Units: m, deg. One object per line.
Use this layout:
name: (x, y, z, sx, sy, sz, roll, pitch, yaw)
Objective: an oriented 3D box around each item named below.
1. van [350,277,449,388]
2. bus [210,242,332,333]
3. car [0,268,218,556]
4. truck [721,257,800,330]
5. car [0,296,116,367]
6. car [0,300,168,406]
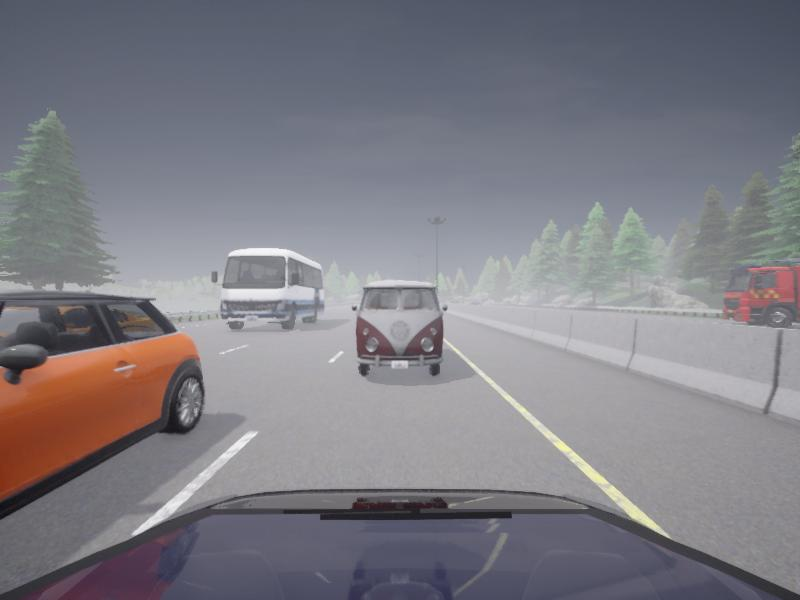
van: (-0.006, 0.582, 9.410, 1.775, 1.987, 4.442, 0, 0, 0)
bus: (-6.891, -0.573, 23.803, 3.944, 4.253, 10.273, 0, 0, 0)
car: (-3.502, 0.687, 3.115, 2.097, 1.767, 4.553, 0, 0, 0)
truck: (23.145, -0.351, 21.652, 8.468, 3.827, 2.891, 0, 1, 21)
car: (-10.506, 0.736, 10.906, 2.242, 1.667, 4.611, 0, 0, 0)
car: (-7.005, 0.808, 7.929, 1.882, 1.535, 5.008, 0, 1, 0)
